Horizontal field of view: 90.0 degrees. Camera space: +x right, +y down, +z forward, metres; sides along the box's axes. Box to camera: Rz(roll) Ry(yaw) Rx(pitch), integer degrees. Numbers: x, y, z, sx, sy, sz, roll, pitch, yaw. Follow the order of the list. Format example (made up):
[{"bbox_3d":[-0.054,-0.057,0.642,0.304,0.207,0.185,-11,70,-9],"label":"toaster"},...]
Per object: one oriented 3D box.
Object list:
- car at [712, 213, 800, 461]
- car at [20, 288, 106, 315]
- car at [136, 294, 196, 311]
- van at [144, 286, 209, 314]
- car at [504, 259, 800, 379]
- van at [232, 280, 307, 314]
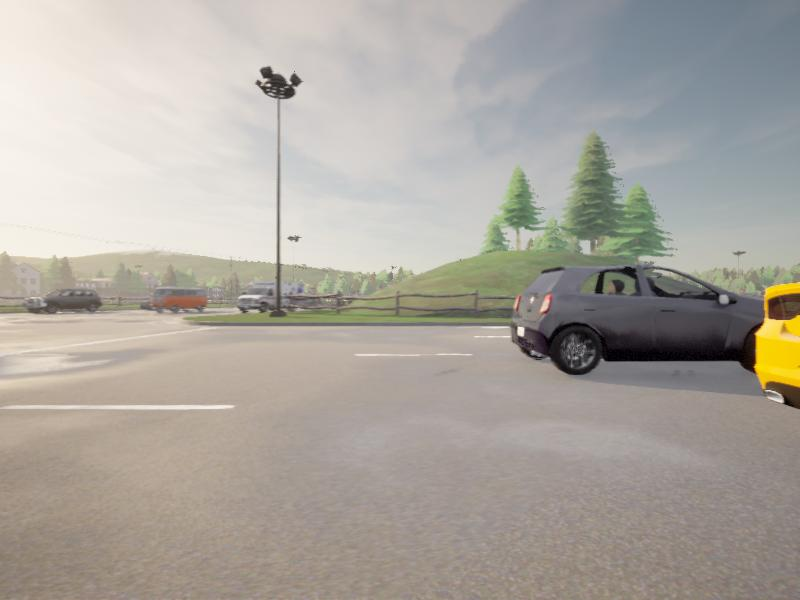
[{"bbox_3d":[4.984,0.227,2.310,5.008,1.535,1.882,0,0,-3],"label":"car"},{"bbox_3d":[-25.001,0.052,29.908,1.932,1.855,4.605,0,1,16],"label":"car"},{"bbox_3d":[-22.472,0.238,38.628,2.038,1.542,4.974,0,0,16],"label":"car"},{"bbox_3d":[-17.314,0.007,31.299,1.775,1.987,4.442,0,0,16],"label":"van"},{"bbox_3d":[3.598,0.233,5.944,3.633,1.501,1.845,0,0,0],"label":"car"},{"bbox_3d":[-9.993,-0.208,31.410,2.351,2.431,6.366,0,0,16],"label":"van"}]
